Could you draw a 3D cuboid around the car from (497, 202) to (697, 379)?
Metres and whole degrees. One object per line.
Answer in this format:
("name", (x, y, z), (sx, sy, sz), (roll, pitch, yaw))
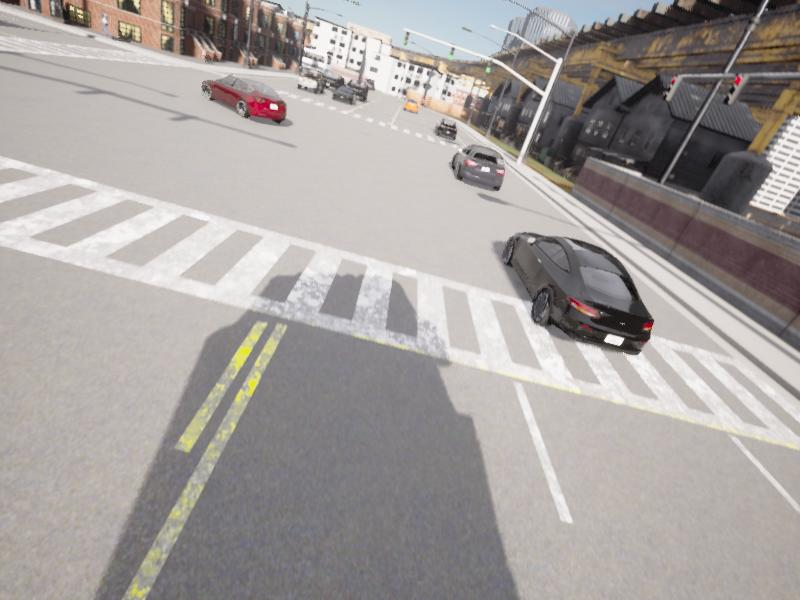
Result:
("car", (3.636, -0.565, 8.555), (1.812, 1.442, 4.674), (15, 28, -6))

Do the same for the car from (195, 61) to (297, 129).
("car", (-7.258, -9.548, 18.635), (4.792, 1.488, 2.163), (33, 31, 28))

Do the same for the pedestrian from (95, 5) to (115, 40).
("pedestrian", (-21.037, -19.775, 28.538), (0.751, 1.860, 0.751), (13, 28, -9))

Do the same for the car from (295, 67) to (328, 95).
("car", (-8.829, -21.956, 40.187), (1.932, 1.855, 4.605), (15, 27, -6))

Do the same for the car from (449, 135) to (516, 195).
("car", (4.006, -7.008, 20.428), (2.242, 1.667, 4.611), (15, 27, -6))

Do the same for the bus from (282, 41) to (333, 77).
("bus", (-21.366, -55.919, 92.867), (10.273, 4.253, 3.944), (19, 27, 3))

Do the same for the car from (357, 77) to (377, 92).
("car", (-7.580, -49.811, 92.386), (3.866, 1.878, 1.905), (31, 30, 24))

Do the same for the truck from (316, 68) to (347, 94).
("truck", (-8.508, -27.500, 50.376), (2.390, 2.098, 6.274), (15, 27, -6))

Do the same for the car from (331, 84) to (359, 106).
("car", (-5.535, -20.766, 40.501), (1.994, 1.385, 4.181), (15, 27, -6))

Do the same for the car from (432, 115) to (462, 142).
("car", (4.499, -16.644, 38.697), (2.128, 1.511, 4.902), (15, 28, -6))

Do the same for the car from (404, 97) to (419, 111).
("car", (1.957, -33.431, 68.161), (1.882, 1.535, 5.008), (13, 28, -9))

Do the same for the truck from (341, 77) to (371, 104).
("truck", (-5.209, -25.347, 48.360), (2.390, 2.098, 6.274), (15, 27, -6))

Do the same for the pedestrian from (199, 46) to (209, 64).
("pedestrian", (-16.348, -20.457, 33.425), (0.500, 1.100, 0.500), (30, 30, 23))

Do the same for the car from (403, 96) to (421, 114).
("car", (1.802, -29.451, 60.447), (2.097, 1.767, 4.553), (15, 28, -6))
